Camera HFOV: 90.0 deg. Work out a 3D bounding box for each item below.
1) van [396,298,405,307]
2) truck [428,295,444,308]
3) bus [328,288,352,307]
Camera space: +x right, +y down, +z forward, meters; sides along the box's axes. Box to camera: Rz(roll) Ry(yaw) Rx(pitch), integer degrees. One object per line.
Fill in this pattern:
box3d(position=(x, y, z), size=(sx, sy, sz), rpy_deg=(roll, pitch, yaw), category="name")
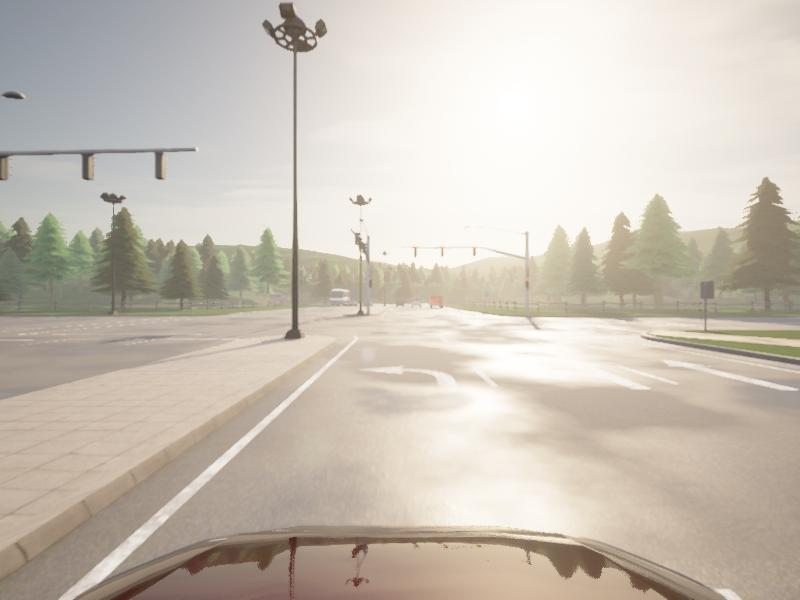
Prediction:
box3d(position=(0.113, 0.575, 88.095), size=(1.775, 1.987, 4.442), rpy_deg=(0, 0, 1), category="van")
box3d(position=(6.976, 0.335, 78.088), size=(2.627, 2.467, 5.204), rpy_deg=(0, 0, 0), category="truck")
box3d(position=(-14.519, -0.564, 97.878), size=(3.944, 4.253, 10.273), rpy_deg=(0, 0, 1), category="bus")
